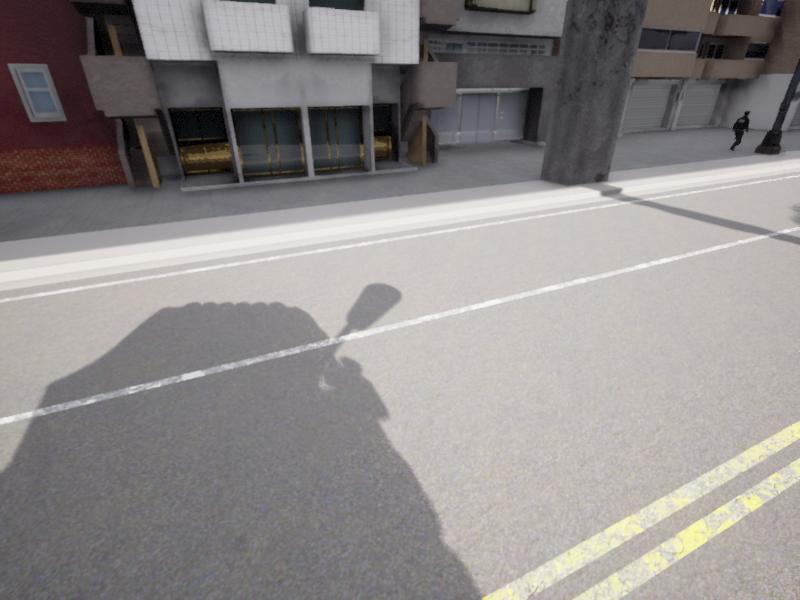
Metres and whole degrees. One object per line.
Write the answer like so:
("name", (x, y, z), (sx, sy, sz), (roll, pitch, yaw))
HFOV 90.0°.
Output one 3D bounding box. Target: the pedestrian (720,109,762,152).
("pedestrian", (16.481, -8.201, 19.371), (0.751, 1.860, 0.751), (-11, 29, -19))
